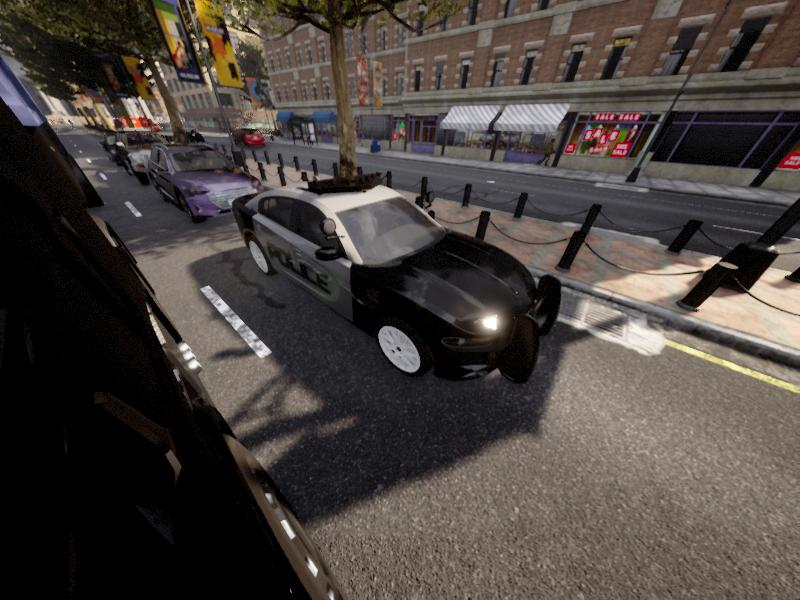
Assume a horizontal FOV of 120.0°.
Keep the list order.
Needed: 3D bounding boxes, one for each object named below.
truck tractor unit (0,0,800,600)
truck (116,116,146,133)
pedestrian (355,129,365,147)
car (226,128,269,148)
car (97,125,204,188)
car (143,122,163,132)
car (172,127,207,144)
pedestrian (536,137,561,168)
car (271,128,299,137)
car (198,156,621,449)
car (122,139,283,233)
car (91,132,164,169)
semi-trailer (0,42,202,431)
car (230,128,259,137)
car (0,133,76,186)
[{"bbox_3d":[-2.645,-0.295,0.351,6.516,4.208,3.053,28,44,30],"label":"truck tractor unit"},{"bbox_3d":[-55.073,-35.946,47.308,5.204,2.467,2.627,28,43,30],"label":"truck"},{"bbox_3d":[-4.989,-20.060,28.613,0.751,1.860,0.751,28,43,30],"label":"pedestrian"},{"bbox_3d":[-17.593,-18.726,26.615,4.611,1.667,2.242,28,43,30],"label":"car"},{"bbox_3d":[-10.923,-6.402,10.114,4.605,1.855,1.932,28,43,30],"label":"car"},{"bbox_3d":[-53.859,-37.691,50.448,3.988,1.617,1.851,27,43,30],"label":"car"},{"bbox_3d":[-26.040,-20.354,28.544,3.806,1.475,1.970,28,43,30],"label":"car"},{"bbox_3d":[10.706,-10.630,16.668,0.751,1.860,0.751,29,44,31],"label":"pedestrian"},{"bbox_3d":[-24.956,-36.442,50.315,2.038,1.542,4.974,26,43,29],"label":"car"},{"bbox_3d":[-0.560,-0.881,3.381,5.238,1.638,1.930,28,43,30],"label":"car"},{"bbox_3d":[-5.959,-3.701,6.928,4.856,1.649,2.033,28,43,30],"label":"car"},{"bbox_3d":[-16.045,-8.893,13.585,4.674,1.442,1.812,28,43,30],"label":"car"},{"bbox_3d":[-8.710,-3.568,4.259,14.254,4.402,2.717,28,43,30],"label":"semi-trailer"},{"bbox_3d":[-29.946,-32.372,44.689,1.994,1.385,4.181,16,39,18],"label":"car"},{"bbox_3d":[-15.988,-6.165,9.887,4.892,1.490,1.837,27,43,31],"label":"car"}]
